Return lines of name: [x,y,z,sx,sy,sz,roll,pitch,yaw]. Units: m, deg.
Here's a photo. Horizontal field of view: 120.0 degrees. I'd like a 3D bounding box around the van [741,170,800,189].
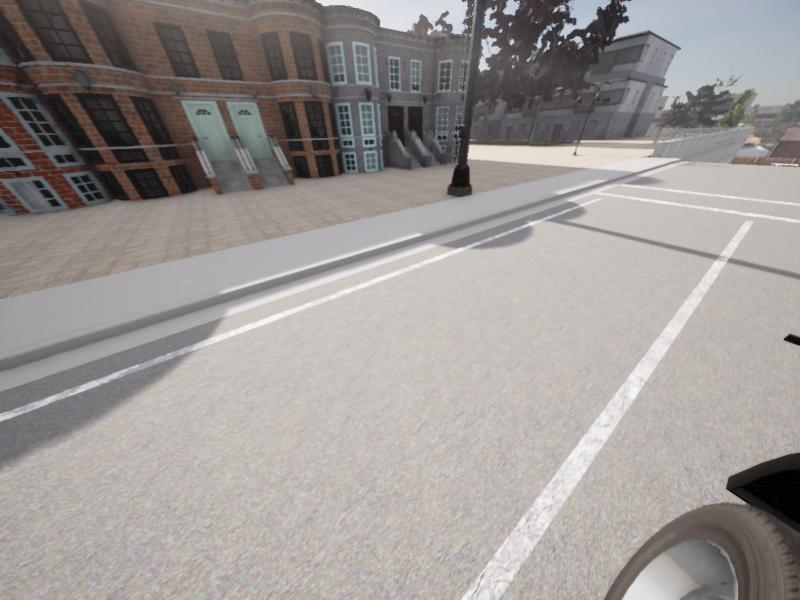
van: [69.578,-22.658,43.280,2.351,2.431,6.366,5,36,9]
